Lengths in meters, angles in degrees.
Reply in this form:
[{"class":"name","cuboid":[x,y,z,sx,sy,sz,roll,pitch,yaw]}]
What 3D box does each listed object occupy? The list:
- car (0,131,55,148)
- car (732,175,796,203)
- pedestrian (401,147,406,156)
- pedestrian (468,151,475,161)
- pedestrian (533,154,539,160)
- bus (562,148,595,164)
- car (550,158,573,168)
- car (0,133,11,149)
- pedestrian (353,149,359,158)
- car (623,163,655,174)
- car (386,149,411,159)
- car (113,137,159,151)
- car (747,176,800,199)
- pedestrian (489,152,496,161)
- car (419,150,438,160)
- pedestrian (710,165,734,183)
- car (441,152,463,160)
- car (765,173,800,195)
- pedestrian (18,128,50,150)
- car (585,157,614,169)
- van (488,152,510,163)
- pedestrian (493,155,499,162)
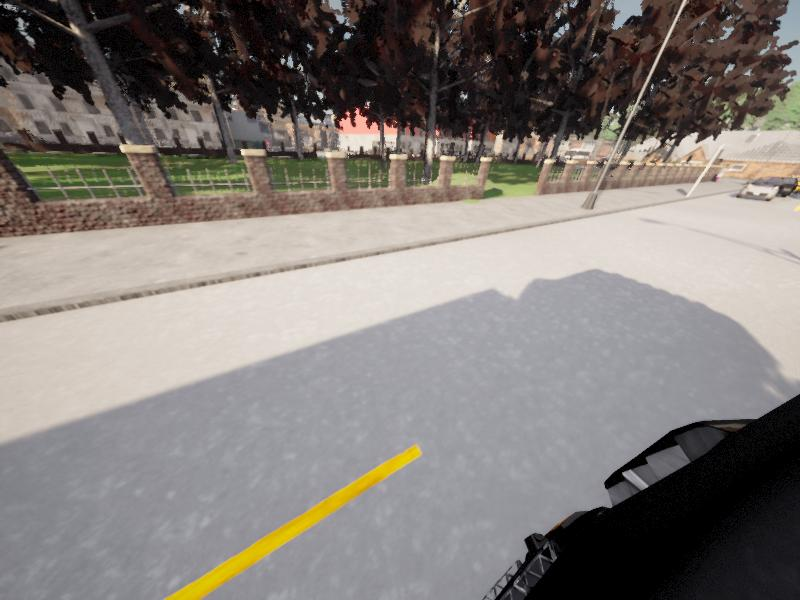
[{"class":"car","cuboid":[-45.888,-19.074,27.445,4.902,1.511,2.128,-16,38,-26]},{"class":"car","cuboid":[27.329,-8.427,17.363,3.633,1.501,1.845,-17,39,-27]},{"class":"pedestrian","cuboid":[0.858,-35.247,54.858,0.751,1.860,0.751,-18,39,-29]},{"class":"pedestrian","cuboid":[15.424,-31.164,49.914,0.751,1.860,0.751,-15,38,-25]},{"class":"pedestrian","cuboid":[46.323,-48.784,78.769,0.751,1.860,0.751,-15,38,-25]},{"class":"bus","cuboid":[63.229,-51.032,81.954,10.273,4.253,3.944,-16,38,-26]},{"class":"car","cuboid":[36.490,-30.998,52.247,1.845,1.501,3.633,-16,38,-26]},{"class":"car","cuboid":[-44.924,-16.753,24.079,3.806,1.475,1.970,-16,38,-26]},{"class":"pedestrian","cuboid":[-7.328,-24.447,38.540,0.751,1.300,0.751,-16,38,-26]},{"class":"car","cuboid":[46.355,-25.585,44.929,1.845,1.501,3.633,-16,38,-26]},{"class":"car","cuboid":[-0.305,-29.522,46.727,4.514,1.525,2.007,-16,38,-26]},{"class":"car","cuboid":[-36.577,-21.745,32.171,3.633,1.501,1.845,-16,38,-26]},{"class":"car","cuboid":[33.184,-9.966,20.259,5.357,1.411,2.033,-16,38,-26]},{"class":"pedestrian","cuboid":[21.255,-32.824,52.868,0.751,1.860,0.751,-15,38,-25]},{"class":"car","cuboid":[6.133,-31.369,49.979,3.705,1.549,1.789,-16,38,-26]},{"class":"pedestrian","cuboid":[39.466,-15.455,28.329,0.751,1.860,0.751,-16,38,-26]},{"class":"car","cuboid":[11.951,-32.998,52.943,4.892,1.490,1.837,-16,38,-27]},{"class":"car","cuboid":[39.614,-11.791,23.338,5.366,1.575,1.801,-15,38,-25]},{"class":"pedestrian","cuboid":[-37.958,-16.701,23.983,0.751,1.860,0.751,-10,36,-18]},{"class":"car","cuboid":[42.672,-29.296,49.474,1.905,1.878,3.866,-16,38,-26]},{"class":"van","cuboid":[25.495,-36.824,59.666,4.480,2.038,2.069,-10,36,-19]},{"class":"pedestrian","cuboid":[22.318,-32.885,53.550,0.751,1.300,0.751,-13,37,-22]}]
